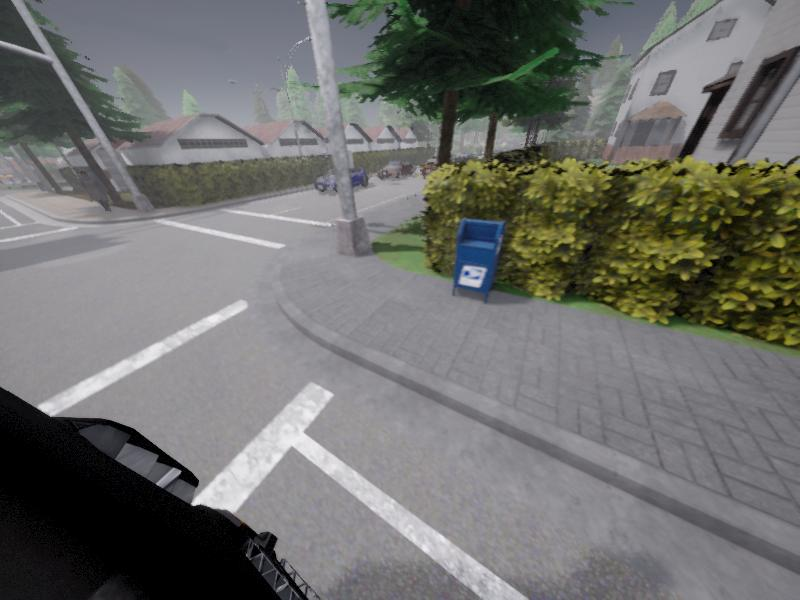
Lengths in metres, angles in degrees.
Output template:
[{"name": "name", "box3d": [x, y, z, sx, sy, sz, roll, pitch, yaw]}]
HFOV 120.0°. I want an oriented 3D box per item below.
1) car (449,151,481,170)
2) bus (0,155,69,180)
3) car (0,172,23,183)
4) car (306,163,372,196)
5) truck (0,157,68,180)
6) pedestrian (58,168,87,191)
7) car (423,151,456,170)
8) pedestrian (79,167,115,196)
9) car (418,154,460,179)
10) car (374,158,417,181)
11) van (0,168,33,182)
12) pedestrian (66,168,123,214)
[{"name": "car", "box3d": [7.330, -15.657, 25.905, 1.882, 1.535, 5.008, 16, 38, 26]}, {"name": "bus", "box3d": [-88.162, -31.436, 54.563, 3.944, 4.253, 10.273, 16, 38, 26]}, {"name": "car", "box3d": [-73.234, -22.056, 41.756, 1.882, 1.535, 5.008, 16, 38, 26]}, {"name": "car", "box3d": [-3.983, -8.397, 15.905, 1.816, 1.474, 4.193, 16, 38, 26]}, {"name": "truck", "box3d": [-82.337, -29.439, 51.495, 2.891, 3.827, 8.468, 16, 38, 26]}, {"name": "pedestrian", "box3d": [-30.993, -11.433, 21.896, 0.751, 1.860, 0.751, 22, 41, 33]}, {"name": "car", "box3d": [4.853, -17.151, 28.268, 2.152, 1.651, 5.027, 16, 38, 26]}, {"name": "pedestrian", "box3d": [-22.951, -8.979, 17.526, 0.751, 1.860, 0.751, 16, 38, 26]}, {"name": "car", "box3d": [3.589, -12.003, 20.693, 1.882, 1.535, 5.008, 16, 38, 26]}, {"name": "car", "box3d": [-0.293, -11.949, 21.065, 1.994, 1.385, 4.181, 17, 38, 27]}, {"name": "van", "box3d": [-75.327, -24.025, 44.474, 1.775, 1.987, 4.442, 16, 38, 26]}, {"name": "pedestrian", "box3d": [-14.512, -5.180, 11.023, 0.751, 1.860, 0.751, 17, 38, 27]}]
